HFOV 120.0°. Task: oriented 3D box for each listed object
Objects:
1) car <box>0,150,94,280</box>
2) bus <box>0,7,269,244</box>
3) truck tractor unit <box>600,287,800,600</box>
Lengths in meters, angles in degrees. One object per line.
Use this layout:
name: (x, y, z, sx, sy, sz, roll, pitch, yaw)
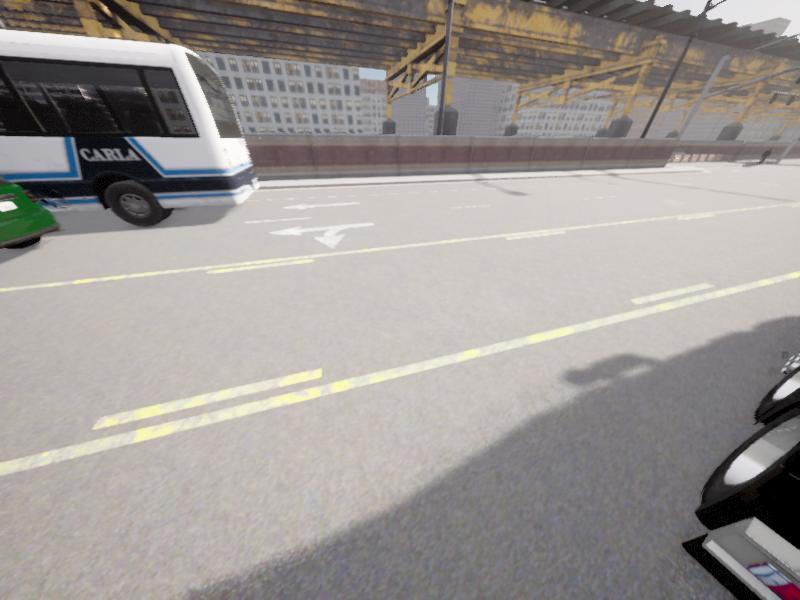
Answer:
car: (-10.596, -1.411, 4.128, 5.566, 2.045, 2.150, -9, 36, -14)
bus: (-10.263, -4.387, 6.478, 10.273, 4.253, 3.944, -10, 36, -14)
truck tractor unit: (5.143, -0.265, 0.752, 6.516, 4.208, 3.053, -17, 37, -23)
